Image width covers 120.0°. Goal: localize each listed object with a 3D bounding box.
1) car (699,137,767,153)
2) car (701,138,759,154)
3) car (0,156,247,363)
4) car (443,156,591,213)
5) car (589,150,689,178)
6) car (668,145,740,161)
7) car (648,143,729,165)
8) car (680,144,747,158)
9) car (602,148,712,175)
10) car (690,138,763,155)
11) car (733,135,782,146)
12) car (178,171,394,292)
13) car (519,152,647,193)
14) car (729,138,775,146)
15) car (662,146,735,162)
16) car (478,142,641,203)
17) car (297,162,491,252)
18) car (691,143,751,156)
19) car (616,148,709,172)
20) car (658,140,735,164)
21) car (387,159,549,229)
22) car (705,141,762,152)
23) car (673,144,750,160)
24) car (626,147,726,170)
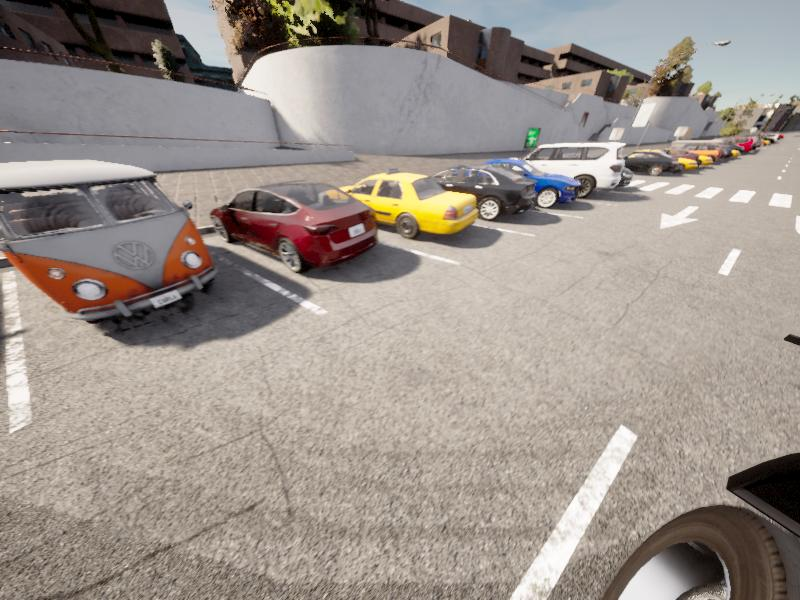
[{"bbox_3d":[53.524,-25.073,37.404,5.566,2.045,2.435,21,40,29],"label":"car"},{"bbox_3d":[51.153,-24.009,35.998,4.442,1.987,1.878,21,40,29],"label":"car"},{"bbox_3d":[-5.065,-1.199,3.940,4.442,1.987,1.878,21,40,29],"label":"car"},{"bbox_3d":[4.613,-5.027,9.694,5.008,1.535,2.097,21,40,29],"label":"car"},{"bbox_3d":[16.831,-9.921,16.691,4.674,1.452,2.002,21,40,29],"label":"car"},{"bbox_3d":[36.360,-17.804,27.901,4.792,1.488,2.163,21,40,29],"label":"car"},{"bbox_3d":[29.072,-14.947,23.594,4.553,1.767,2.185,21,40,28],"label":"car"},{"bbox_3d":[41.304,-19.788,30.655,4.792,1.488,2.163,21,40,29],"label":"car"},{"bbox_3d":[19.426,-10.882,17.983,5.366,1.575,1.946,21,40,28],"label":"car"},{"bbox_3d":[48.583,-23.058,34.669,5.566,2.045,2.435,21,41,29],"label":"car"},{"bbox_3d":[85.438,-38.332,55.383,5.566,2.045,2.435,21,40,29],"label":"car"},{"bbox_3d":[-2.742,-2.027,5.541,4.792,1.488,2.163,21,40,29],"label":"car"},{"bbox_3d":[9.498,-7.007,12.487,4.892,1.521,2.231,21,40,29],"label":"car"},{"bbox_3d":[80.339,-36.137,52.853,5.366,1.575,1.946,21,41,29],"label":"car"},{"bbox_3d":[33.943,-16.794,26.496,4.674,1.452,2.002,21,40,29],"label":"car"},{"bbox_3d":[7.027,-6.229,10.950,5.566,2.045,2.435,21,40,29],"label":"car"},{"bbox_3d":[-0.426,-3.099,6.990,5.366,1.575,1.946,21,40,29],"label":"car"},{"bbox_3d":[46.171,-21.800,33.440,4.674,1.452,2.002,21,41,29],"label":"car"},{"bbox_3d":[21.691,-11.899,19.503,4.792,1.488,2.163,21,40,28],"label":"car"},{"bbox_3d":[31.597,-15.992,24.904,4.442,1.987,1.878,21,40,29],"label":"car"},{"bbox_3d":[2.174,-4.027,8.292,4.892,1.521,2.231,21,40,29],"label":"car"},{"bbox_3d":[55.950,-25.884,38.931,4.892,1.521,2.231,21,41,29],"label":"car"},{"bbox_3d":[38.988,-18.767,29.176,5.366,1.575,1.946,21,40,29],"label":"car"},{"bbox_3d":[24.314,-12.838,20.789,5.366,1.575,1.946,21,40,29],"label":"car"}]
